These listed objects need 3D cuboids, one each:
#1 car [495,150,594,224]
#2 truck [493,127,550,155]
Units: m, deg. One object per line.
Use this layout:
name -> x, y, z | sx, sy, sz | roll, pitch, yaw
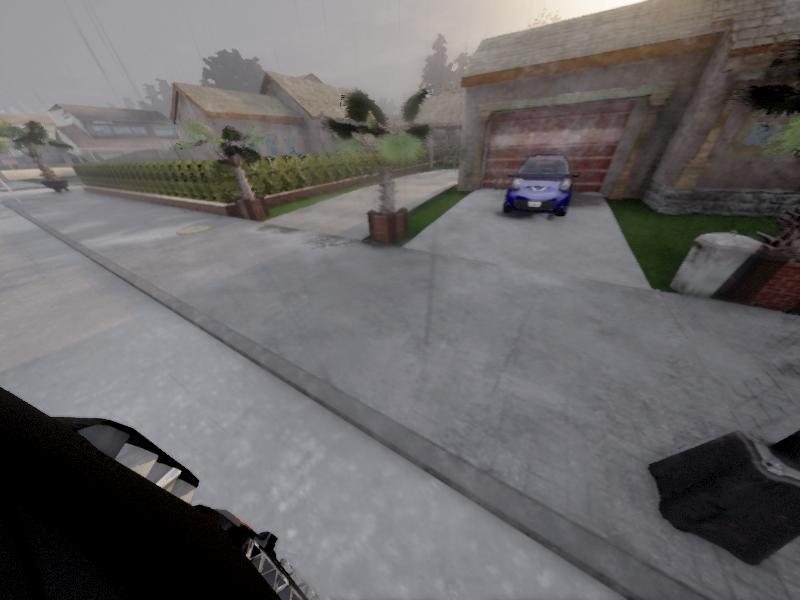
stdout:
car -> 4.401, -3.741, 7.277 | 1.845, 1.501, 3.633 | 14, 37, 24
truck -> 22.347, -29.435, 42.918 | 8.468, 3.827, 2.891 | 16, 38, 26
